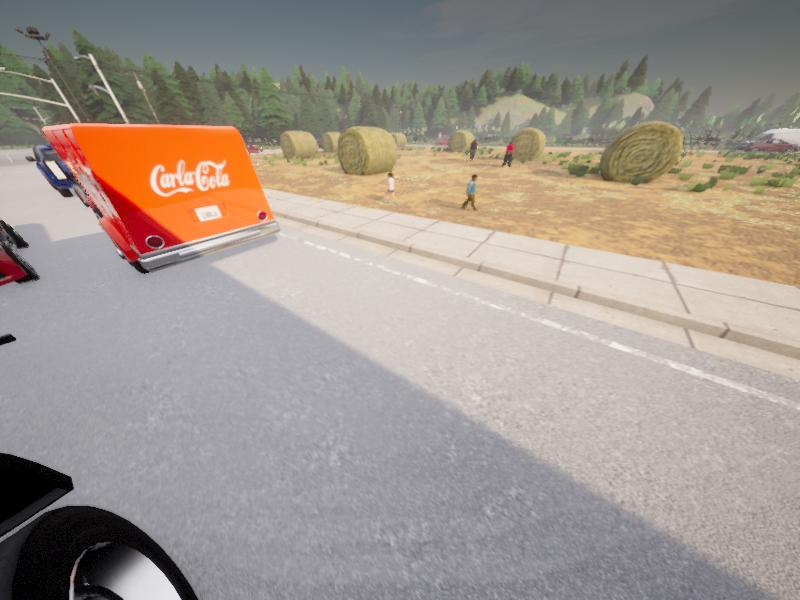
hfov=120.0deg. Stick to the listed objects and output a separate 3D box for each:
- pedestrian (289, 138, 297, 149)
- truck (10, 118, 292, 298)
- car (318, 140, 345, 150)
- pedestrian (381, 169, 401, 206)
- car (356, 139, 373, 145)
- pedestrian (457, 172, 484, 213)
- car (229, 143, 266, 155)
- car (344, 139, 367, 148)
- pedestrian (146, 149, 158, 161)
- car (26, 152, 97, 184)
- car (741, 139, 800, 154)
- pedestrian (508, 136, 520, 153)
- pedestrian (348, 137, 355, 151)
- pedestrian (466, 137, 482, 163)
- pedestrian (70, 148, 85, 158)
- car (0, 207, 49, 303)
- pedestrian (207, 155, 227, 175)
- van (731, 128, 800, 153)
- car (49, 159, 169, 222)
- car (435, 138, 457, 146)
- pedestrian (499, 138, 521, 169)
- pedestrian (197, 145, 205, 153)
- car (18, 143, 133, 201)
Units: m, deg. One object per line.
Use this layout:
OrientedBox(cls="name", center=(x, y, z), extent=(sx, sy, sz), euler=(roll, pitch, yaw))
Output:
OrientedBox(cls="pedestrian", center=(-22.138, -32.423, 47.722), extent=(0.751, 1.860, 0.751), euler=(16, 39, 22))
OrientedBox(cls="truck", center=(-5.592, -2.517, 5.395), extent=(5.204, 2.467, 2.627), euler=(22, 41, 28))
OrientedBox(cls="car", center=(-13.948, -31.612, 47.064), extent=(2.038, 1.542, 4.974), euler=(23, 41, 29))
OrientedBox(cls="pedestrian", center=(-0.300, -4.109, 8.428), extent=(0.500, 1.100, 0.500), euler=(24, 42, 30))
OrientedBox(cls="car", center=(-10.324, -45.708, 66.725), extent=(4.514, 1.525, 2.007), euler=(25, 43, 31))
OrientedBox(cls="pedestrian", center=(2.291, -3.518, 7.565), extent=(0.500, 1.100, 0.500), euler=(24, 42, 30))
OrientedBox(cls="car", center=(-23.756, -23.623, 36.069), extent=(1.816, 1.474, 4.193), euler=(22, 42, 29))
OrientedBox(cls="car", center=(-9.826, -34.960, 51.685), extent=(1.882, 1.535, 5.008), euler=(22, 41, 29))
OrientedBox(cls="pedestrian", center=(-27.291, -15.971, 25.432), extent=(0.500, 1.100, 0.500), euler=(-27, 43, -32))
OrientedBox(cls="car", center=(-21.947, -8.642, 14.989), extent=(3.633, 1.501, 1.845), euler=(22, 41, 28))
OrientedBox(cls="car", center=(47.126, -19.410, 29.154), extent=(4.193, 1.474, 1.816), euler=(25, 43, 31))
OrientedBox(cls="pedestrian", center=(15.355, -20.909, 31.051), extent=(0.751, 1.860, 0.751), euler=(-6, 36, -8))
OrientedBox(cls="pedestrian", center=(-8.129, -26.015, 38.536), extent=(0.751, 1.860, 0.751), euler=(-18, 39, -23))
OrientedBox(cls="pedestrian", center=(6.650, -13.565, 20.902), extent=(0.751, 1.860, 0.751), euler=(-11, 37, -15))
OrientedBox(cls="pedestrian", center=(-42.148, -19.259, 30.187), extent=(0.500, 1.100, 0.500), euler=(-19, 40, -24))
OrientedBox(cls="car", center=(-9.055, -1.094, 4.134), extent=(4.611, 1.667, 2.242), euler=(22, 41, 28))
OrientedBox(cls="pedestrian", center=(-12.330, -9.106, 15.582), extent=(0.500, 1.100, 0.500), euler=(11, 37, 15))
OrientedBox(cls="van", center=(49.871, -21.192, 30.695), extent=(5.915, 2.561, 1.988), euler=(25, 43, 31))
OrientedBox(cls="car", center=(-10.936, -4.268, 8.708), extent=(3.705, 1.549, 1.789), euler=(22, 41, 28))
OrientedBox(cls="car", center=(11.168, -38.502, 56.304), extent=(4.514, 1.525, 2.007), euler=(25, 43, 31))
OrientedBox(cls="pedestrian", center=(8.043, -10.764, 16.965), extent=(0.751, 1.860, 0.751), euler=(-11, 37, -14))
OrientedBox(cls="pedestrian", center=(-31.899, -24.232, 37.051), extent=(0.500, 1.100, 0.500), euler=(26, 43, 32))
OrientedBox(cls="car", center=(-16.389, -6.631, 11.663), extent=(5.566, 2.045, 2.150), euler=(22, 41, 28))
